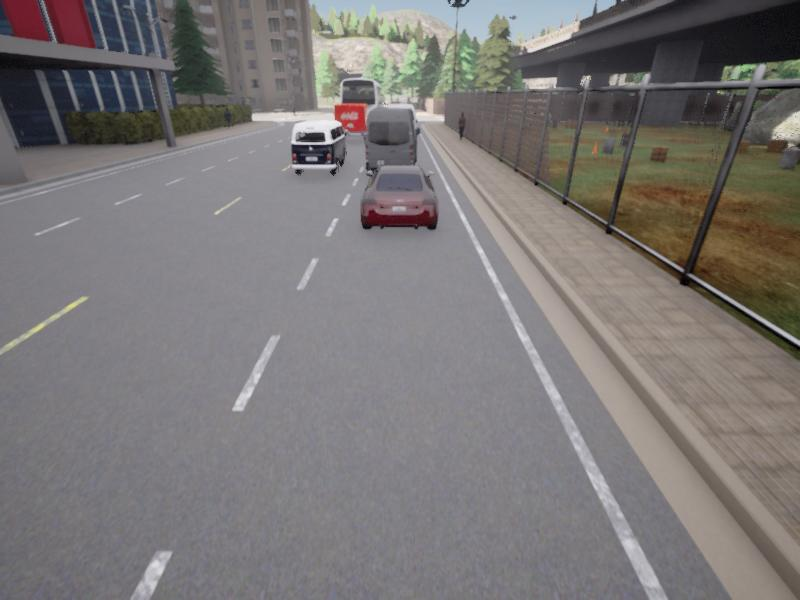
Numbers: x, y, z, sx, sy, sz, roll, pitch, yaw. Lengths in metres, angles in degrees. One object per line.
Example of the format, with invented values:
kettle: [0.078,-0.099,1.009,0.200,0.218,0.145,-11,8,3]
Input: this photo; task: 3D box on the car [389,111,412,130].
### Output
car: [0.037,-18.022,40.129,2.128,1.511,4.902,0,27,0]

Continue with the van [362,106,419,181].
van: [-0.246,-7.271,18.035,1.988,2.561,5.915,2,27,3]

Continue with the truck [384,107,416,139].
truck: [0.031,-14.736,33.077,2.390,2.098,6.274,0,27,0]

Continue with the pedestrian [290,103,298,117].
pedestrian: [-16.094,-28.778,60.619,0.751,1.860,0.751,3,27,6]

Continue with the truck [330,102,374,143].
truck: [-3.470,-13.448,30.140,2.627,2.467,5.204,0,28,0]

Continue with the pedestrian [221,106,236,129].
pedestrian: [-15.566,-16.514,36.267,0.751,1.860,0.751,0,27,-1]

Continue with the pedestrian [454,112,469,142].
pedestrian: [4.203,-11.813,27.292,0.751,1.860,0.751,-1,27,-3]

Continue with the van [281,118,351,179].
van: [-3.484,-6.798,17.627,2.069,2.038,4.480,0,27,0]

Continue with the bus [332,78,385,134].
bus: [-3.581,-18.629,38.274,3.944,4.253,10.273,0,27,0]

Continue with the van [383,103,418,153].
van: [0.029,-11.090,25.486,1.988,2.561,5.915,0,27,0]

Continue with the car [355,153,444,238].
car: [0.005,-3.064,11.118,1.994,1.385,4.181,1,27,1]
